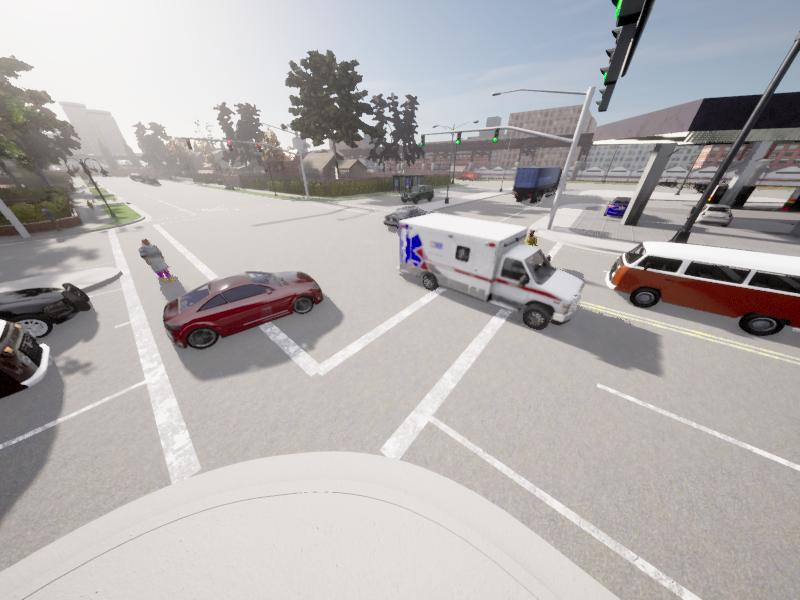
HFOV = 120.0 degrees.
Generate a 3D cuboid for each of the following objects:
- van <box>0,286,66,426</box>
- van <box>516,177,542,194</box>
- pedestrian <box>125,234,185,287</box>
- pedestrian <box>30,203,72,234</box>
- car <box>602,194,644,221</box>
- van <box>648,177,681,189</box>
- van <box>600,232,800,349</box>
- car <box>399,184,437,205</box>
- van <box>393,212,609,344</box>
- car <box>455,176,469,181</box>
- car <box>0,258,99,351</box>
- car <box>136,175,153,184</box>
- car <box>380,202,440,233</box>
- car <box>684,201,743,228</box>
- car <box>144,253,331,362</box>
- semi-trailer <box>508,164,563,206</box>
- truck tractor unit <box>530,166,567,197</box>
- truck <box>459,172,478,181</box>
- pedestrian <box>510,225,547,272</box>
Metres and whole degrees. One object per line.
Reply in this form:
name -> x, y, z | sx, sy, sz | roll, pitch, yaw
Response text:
van -> -9.247, 1.718, 3.390 | 2.069, 2.038, 4.480 | 22, 37, 33
van -> 24.020, -21.271, 42.821 | 2.351, 2.431, 6.366 | 22, 37, 34
pedestrian -> -9.689, -1.569, 9.214 | 0.751, 1.860, 0.751 | 6, 30, 10
pedestrian -> -24.024, -5.619, 15.938 | 0.751, 1.860, 0.751 | -23, 37, -34
car -> 21.088, -8.924, 21.955 | 2.242, 1.667, 4.611 | 23, 37, 34
van -> 60.550, -26.959, 53.070 | 4.480, 2.038, 2.069 | 23, 37, 33
van -> 9.670, -0.596, 7.398 | 4.480, 2.038, 2.069 | 21, 36, 32
car -> 2.479, -14.378, 31.262 | 2.150, 2.045, 5.566 | 23, 37, 34
van -> 2.835, -1.366, 8.345 | 6.366, 2.431, 2.351 | 26, 39, 37
car -> 20.903, -41.028, 77.909 | 3.705, 1.549, 1.789 | 22, 37, 34
car -> -11.825, 0.677, 5.591 | 1.930, 1.638, 5.238 | 22, 37, 33
car -> -73.669, -34.895, 66.630 | 5.566, 2.045, 2.150 | 23, 37, 33
car -> 0.951, -6.899, 18.961 | 2.033, 1.411, 5.357 | 23, 37, 34
car -> 25.999, -7.245, 19.370 | 1.970, 1.475, 3.806 | 23, 37, 34
car -> -4.670, -0.114, 7.235 | 4.181, 1.385, 1.994 | -23, 37, -34
semi-trailer -> 19.776, -16.829, 33.136 | 2.717, 4.402, 14.254 | 22, 37, 34
truck tractor unit -> 24.820, -19.794, 38.464 | 3.053, 4.208, 6.516 | 22, 37, 34
truck -> 23.647, -42.545, 79.649 | 5.204, 2.467, 2.627 | 23, 37, 33
pedestrian -> 5.834, -2.352, 10.570 | 0.751, 1.860, 0.751 | -18, 35, -28
